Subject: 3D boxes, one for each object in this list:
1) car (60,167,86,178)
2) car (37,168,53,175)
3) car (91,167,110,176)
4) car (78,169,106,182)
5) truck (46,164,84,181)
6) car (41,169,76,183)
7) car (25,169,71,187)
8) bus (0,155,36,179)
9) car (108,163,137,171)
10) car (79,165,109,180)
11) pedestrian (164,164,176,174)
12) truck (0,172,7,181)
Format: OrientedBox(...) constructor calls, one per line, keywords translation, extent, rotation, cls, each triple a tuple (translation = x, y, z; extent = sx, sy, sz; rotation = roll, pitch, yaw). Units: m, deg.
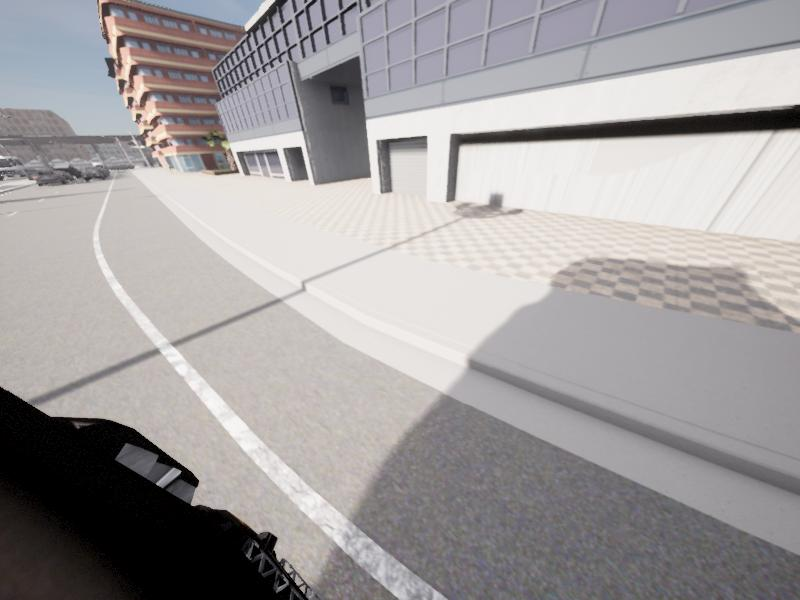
OrientedBox(translation=(-62.729, -24.603, 44.415), extent=(4.974, 1.542, 2.038), rotation=(26, 43, 36), cls="car")
OrientedBox(translation=(-94.465, -34.197, 61.438), extent=(4.674, 1.442, 1.812), rotation=(20, 40, 31), cls="car")
OrientedBox(translation=(-60.581, -26.103, 46.771), extent=(4.718, 1.301, 1.895), rotation=(26, 43, 36), cls="car")
OrientedBox(translation=(-44.011, -17.879, 33.113), extent=(4.718, 1.301, 1.895), rotation=(26, 43, 36), cls="car")
OrientedBox(translation=(-56.405, -21.673, 39.049), extent=(6.274, 2.098, 2.390), rotation=(26, 43, 36), cls="truck")
OrientedBox(translation=(-50.088, -18.307, 34.008), extent=(4.974, 1.542, 2.038), rotation=(26, 43, 36), cls="car")
OrientedBox(translation=(-44.693, -15.686, 29.517), extent=(4.611, 1.667, 2.242), rotation=(26, 43, 36), cls="car")
OrientedBox(translation=(-91.079, -31.033, 53.857), extent=(10.273, 4.253, 3.944), rotation=(26, 43, 36), cls="bus")
OrientedBox(translation=(-76.192, -36.508, 63.532), extent=(4.902, 1.511, 2.128), rotation=(-28, 41, -33), cls="car")
OrientedBox(translation=(-48.994, -20.552, 37.073), extent=(4.553, 1.767, 2.097), rotation=(26, 43, 36), cls="car")
OrientedBox(translation=(-35.348, -20.134, 35.491), extent=(0.751, 1.300, 0.751), rotation=(24, 42, 35), cls="pedestrian")
OrientedBox(translation=(-77.594, -23.375, 43.231), extent=(6.274, 2.098, 2.390), rotation=(26, 43, 36), cls="truck")
